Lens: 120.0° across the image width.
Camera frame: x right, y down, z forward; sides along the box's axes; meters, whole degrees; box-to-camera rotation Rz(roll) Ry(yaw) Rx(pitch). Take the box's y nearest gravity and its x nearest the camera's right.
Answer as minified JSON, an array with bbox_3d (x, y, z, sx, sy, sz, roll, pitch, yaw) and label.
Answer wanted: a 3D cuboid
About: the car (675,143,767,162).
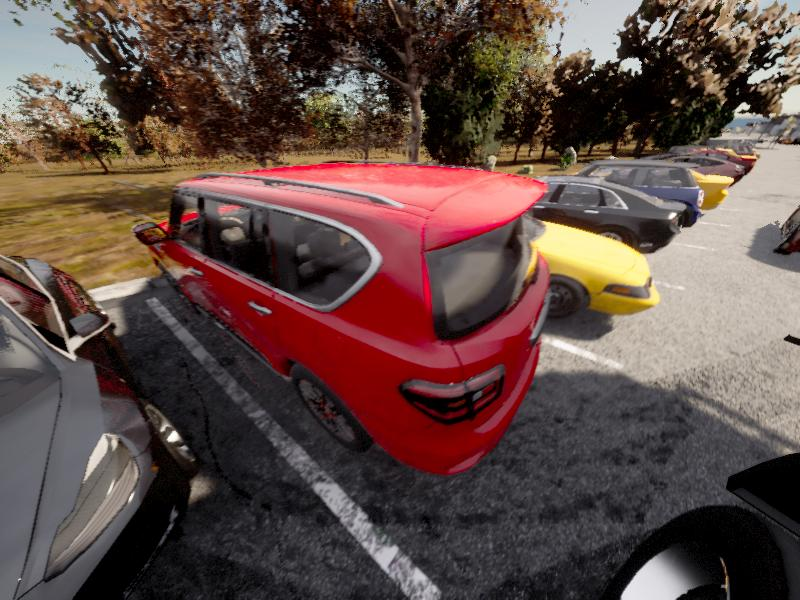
[{"bbox_3d":[34.132,-15.954,24.895,5.366,1.575,1.946,18,39,25],"label":"car"}]

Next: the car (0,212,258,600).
[{"bbox_3d":[-3.636,0.674,1.714,4.792,1.488,2.163,21,40,29],"label":"car"}]

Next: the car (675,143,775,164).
[{"bbox_3d":[32.160,-14.763,23.215,5.366,1.575,1.946,18,39,26],"label":"car"}]

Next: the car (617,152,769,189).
[{"bbox_3d":[15.676,-7.368,12.938,4.792,1.488,2.163,20,39,27],"label":"car"}]

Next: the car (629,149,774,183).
[{"bbox_3d":[18.019,-8.431,14.372,5.008,1.535,2.097,20,40,27],"label":"car"}]

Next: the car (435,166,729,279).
[{"bbox_3d":[3.647,-2.332,5.859,4.892,1.521,2.231,21,40,29],"label":"car"}]

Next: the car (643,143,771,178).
[{"bbox_3d":[20.347,-9.592,15.781,4.553,1.767,2.185,20,39,27],"label":"car"}]

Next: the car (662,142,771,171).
[{"bbox_3d":[25.080,-11.680,18.697,4.553,1.767,2.185,19,40,26],"label":"car"}]

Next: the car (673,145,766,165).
[{"bbox_3d":[29.697,-13.693,21.799,4.674,1.452,2.002,18,39,26],"label":"car"}]

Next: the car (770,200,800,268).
[{"bbox_3d":[10.354,-1.664,4.982,4.181,1.385,1.994,-23,41,-28],"label":"car"}]

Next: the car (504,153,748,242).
[{"bbox_3d":[6.087,-3.429,7.171,4.553,1.767,2.185,21,40,28],"label":"car"}]

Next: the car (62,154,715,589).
[{"bbox_3d":[-1.249,-0.562,2.958,5.566,2.045,2.435,21,41,29],"label":"car"}]

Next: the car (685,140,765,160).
[{"bbox_3d":[36.600,-17.091,26.267,4.553,1.767,2.185,18,39,25],"label":"car"}]

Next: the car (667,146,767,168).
[{"bbox_3d":[27.384,-12.618,20.295,4.674,1.452,2.002,19,39,26],"label":"car"}]

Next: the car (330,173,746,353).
[{"bbox_3d":[1.370,-1.286,4.386,5.366,1.575,1.946,21,40,29],"label":"car"}]

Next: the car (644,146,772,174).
[{"bbox_3d":[22.562,-10.583,17.383,5.366,1.575,1.946,19,40,27],"label":"car"}]

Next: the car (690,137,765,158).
[{"bbox_3d":[38.942,-18.258,27.725,4.442,1.987,1.878,18,38,25],"label":"car"}]

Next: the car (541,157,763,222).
[{"bbox_3d":[8.480,-4.337,8.656,5.008,1.535,2.097,21,40,28],"label":"car"}]

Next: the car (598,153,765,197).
[{"bbox_3d":[13.236,-6.356,11.527,4.792,1.488,2.163,20,40,28],"label":"car"}]
